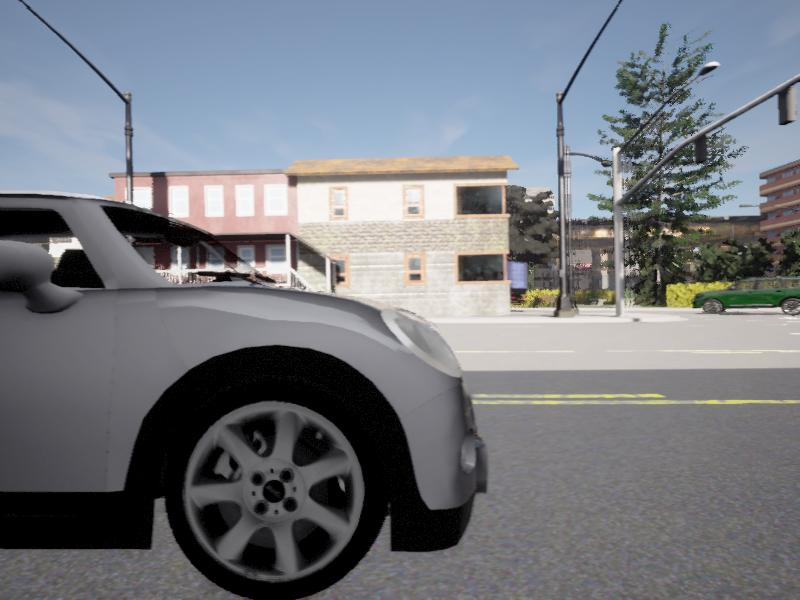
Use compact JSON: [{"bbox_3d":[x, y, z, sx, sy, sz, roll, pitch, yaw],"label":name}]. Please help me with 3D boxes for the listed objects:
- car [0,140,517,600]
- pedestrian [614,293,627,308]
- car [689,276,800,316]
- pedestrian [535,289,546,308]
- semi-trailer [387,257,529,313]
[{"bbox_3d":[-1.546,0.249,2.205,3.806,1.475,1.970,0,0,0],"label":"car"},{"bbox_3d":[19.057,0.023,34.550,0.751,1.300,0.751,-1,0,-39],"label":"pedestrian"},{"bbox_3d":[19.723,-0.197,22.257,2.150,2.045,5.566,-1,0,-44],"label":"car"},{"bbox_3d":[14.087,-0.148,40.039,0.751,1.860,0.751,-1,0,45],"label":"pedestrian"},{"bbox_3d":[4.693,-1.054,37.374,14.254,4.402,2.717,-1,0,45],"label":"semi-trailer"}]
